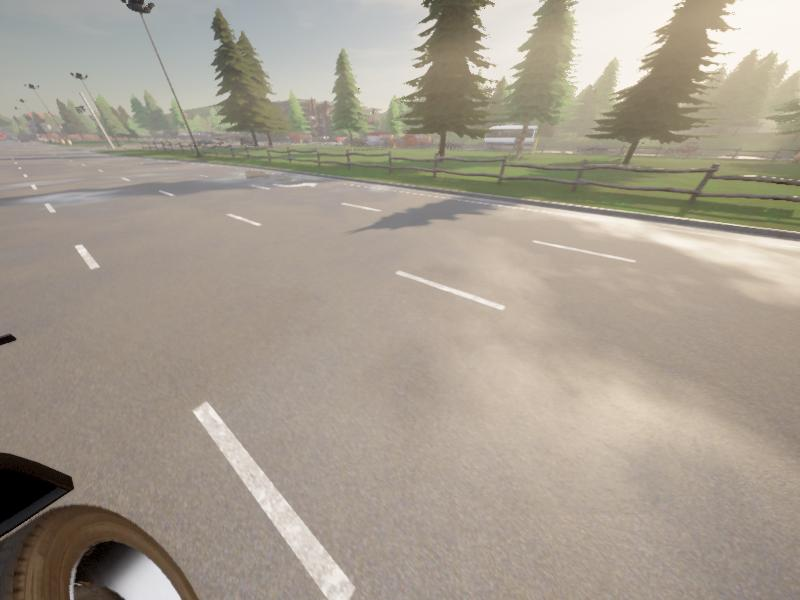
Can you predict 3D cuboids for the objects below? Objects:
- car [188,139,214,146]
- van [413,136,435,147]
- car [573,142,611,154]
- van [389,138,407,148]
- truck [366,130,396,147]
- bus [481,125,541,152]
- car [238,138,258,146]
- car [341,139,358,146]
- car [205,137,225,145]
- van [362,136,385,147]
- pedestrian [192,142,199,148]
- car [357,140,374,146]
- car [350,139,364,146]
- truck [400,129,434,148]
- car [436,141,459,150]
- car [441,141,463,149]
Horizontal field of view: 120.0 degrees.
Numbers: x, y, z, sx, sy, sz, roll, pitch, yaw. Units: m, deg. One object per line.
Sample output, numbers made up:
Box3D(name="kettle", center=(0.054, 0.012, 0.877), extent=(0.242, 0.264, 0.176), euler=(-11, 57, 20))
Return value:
Box3D(name="car", center=(-55.796, -44.258, 64.858), extent=(1.837, 1.490, 4.892), euler=(23, 41, 28))
Box3D(name="van", center=(6.823, -45.569, 66.338), extent=(5.915, 2.561, 1.988), euler=(22, 41, 28))
Box3D(name="car", center=(35.549, -28.276, 42.906), extent=(5.027, 1.651, 2.152), euler=(25, 42, 31))
Box3D(name="van", center=(-0.625, -40.976, 60.274), extent=(4.442, 1.987, 1.775), euler=(22, 41, 28))
Box3D(name="truck", center=(-5.305, -46.125, 65.934), extent=(8.468, 3.827, 2.891), euler=(22, 41, 28))
Box3D(name="bus", center=(23.341, -34.448, 49.267), extent=(10.273, 4.253, 3.944), euler=(22, 41, 28))
Box3D(name="car", center=(-42.215, -43.898, 64.150), extent=(1.905, 1.878, 3.866), euler=(23, 41, 28))
Box3D(name="car", center=(-14.981, -46.730, 68.602), extent=(4.856, 1.649, 2.033), euler=(22, 41, 28))
Box3D(name="car", center=(-55.771, -47.894, 69.696), extent=(1.905, 1.878, 3.866), euler=(23, 41, 28))
Box3D(name="van", center=(-7.354, -43.924, 64.005), extent=(6.366, 2.431, 2.351), euler=(22, 41, 28))
Box3D(name="pedestrian", center=(-42.474, -32.222, 47.955), extent=(0.500, 1.100, 0.500), euler=(25, 42, 31))
Box3D(name="car", center=(-10.916, -49.872, 73.358), extent=(5.027, 1.651, 2.152), euler=(22, 41, 28))
Box3D(name="car", center=(-13.238, -48.438, 71.138), extent=(3.988, 1.617, 1.851), euler=(22, 41, 28))
Box3D(name="truck", center=(4.325, -42.172, 60.414), extent=(8.468, 3.827, 2.891), euler=(22, 41, 28))
Box3D(name="car", center=(11.040, -35.987, 53.729), extent=(4.892, 1.490, 1.837), euler=(22, 41, 28))
Box3D(name="car", center=(12.656, -37.921, 56.515), extent=(4.514, 1.525, 2.007), euler=(22, 41, 28))
